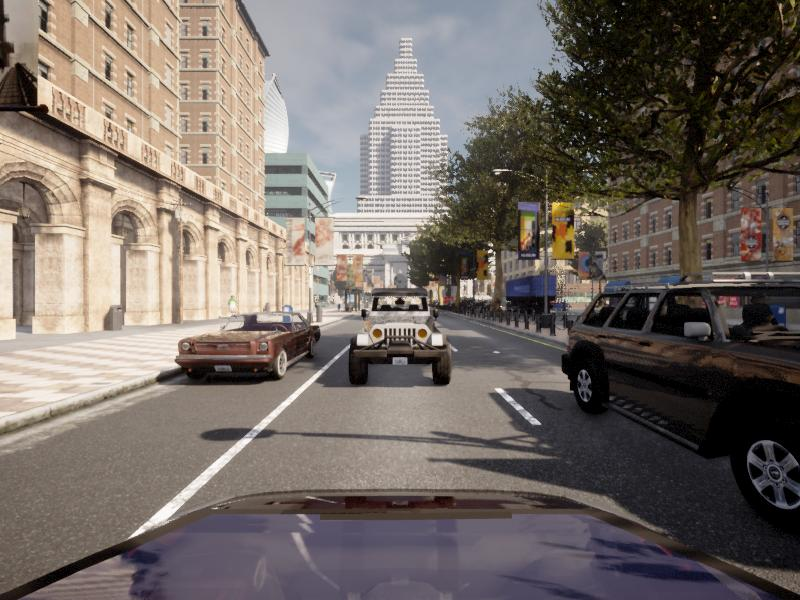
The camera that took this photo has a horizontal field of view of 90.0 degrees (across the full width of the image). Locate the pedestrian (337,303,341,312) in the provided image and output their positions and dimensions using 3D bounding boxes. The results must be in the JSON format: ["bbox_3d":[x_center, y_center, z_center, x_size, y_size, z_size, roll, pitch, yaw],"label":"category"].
[{"bbox_3d":[-7.461,0.872,49.060,0.500,1.100,0.500,0,0,-1],"label":"pedestrian"}]

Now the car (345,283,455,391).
[{"bbox_3d":[-0.001,0.647,8.876,1.905,1.878,3.866,0,0,0],"label":"car"}]

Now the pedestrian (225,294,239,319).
[{"bbox_3d":[-12.450,0.489,29.710,0.751,1.860,0.751,0,0,0],"label":"pedestrian"}]

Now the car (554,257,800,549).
[{"bbox_3d":[3.501,0.653,4.281,1.932,1.855,4.605,0,0,0],"label":"car"}]

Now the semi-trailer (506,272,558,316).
[{"bbox_3d":[15.320,-0.623,47.925,2.717,4.402,14.254,-1,0,5],"label":"semi-trailer"}]

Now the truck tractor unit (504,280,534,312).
[{"bbox_3d":[16.666,-0.521,55.651,3.053,4.208,6.516,-1,-1,25],"label":"truck tractor unit"}]

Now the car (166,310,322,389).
[{"bbox_3d":[-3.250,0.940,9.526,1.895,1.301,4.718,0,0,0],"label":"car"}]
